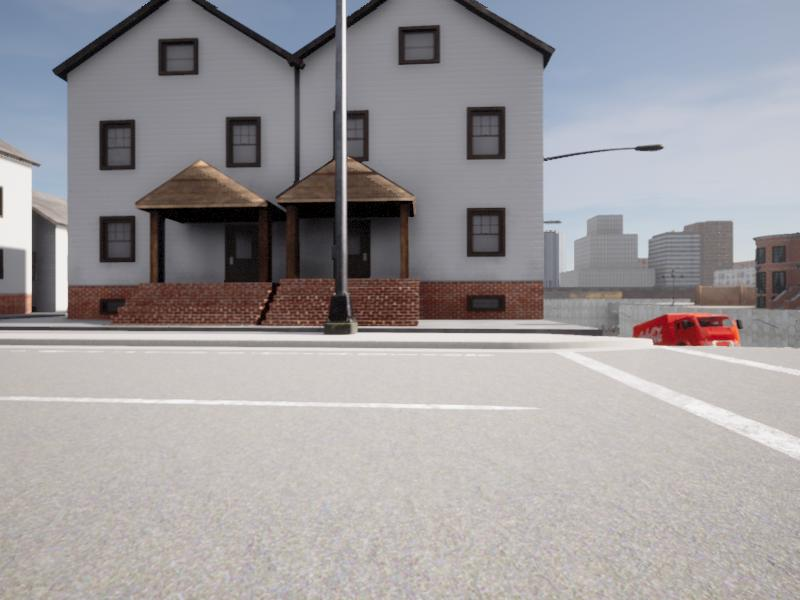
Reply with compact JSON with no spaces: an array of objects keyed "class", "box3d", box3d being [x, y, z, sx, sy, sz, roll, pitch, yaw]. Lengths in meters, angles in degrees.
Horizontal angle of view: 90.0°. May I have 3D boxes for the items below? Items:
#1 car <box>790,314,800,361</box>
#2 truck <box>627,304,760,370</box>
[{"class":"car","box3d":[16.987,1.057,14.120,1.932,1.855,4.605,-1,-13,5]},{"class":"truck","box3d":[13.847,2.002,19.555,2.627,2.467,5.204,-1,-14,4]}]
